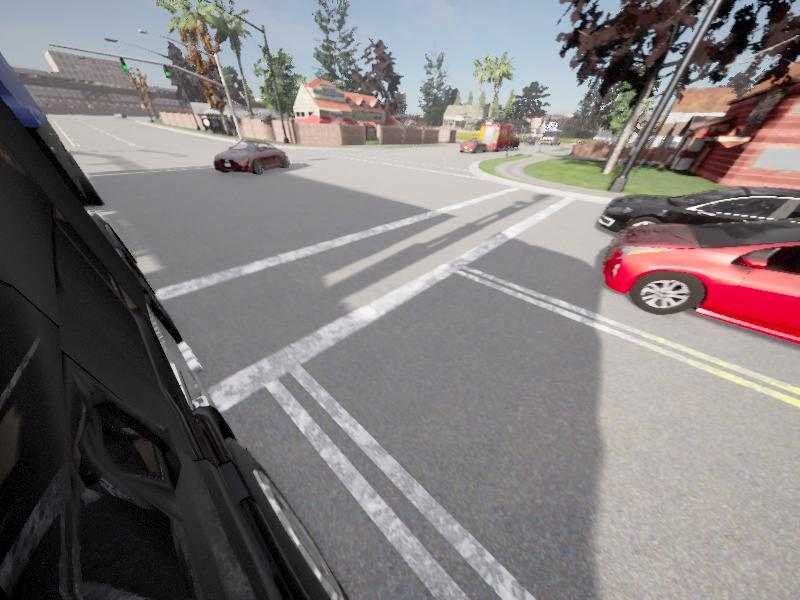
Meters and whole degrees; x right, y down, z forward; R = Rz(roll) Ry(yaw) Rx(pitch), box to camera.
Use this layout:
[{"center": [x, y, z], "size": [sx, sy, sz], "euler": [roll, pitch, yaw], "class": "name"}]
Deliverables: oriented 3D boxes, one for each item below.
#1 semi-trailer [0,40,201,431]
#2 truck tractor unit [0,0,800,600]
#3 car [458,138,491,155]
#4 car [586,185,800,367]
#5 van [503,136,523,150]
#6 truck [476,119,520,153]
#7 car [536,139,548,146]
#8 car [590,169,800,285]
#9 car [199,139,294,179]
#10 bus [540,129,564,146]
[{"center": [-8.699, -3.582, 4.259], "size": [14.254, 4.402, 2.717], "euler": [28, 43, 30], "class": "semi-trailer"}, {"center": [-2.645, -0.295, 0.352], "size": [6.516, 4.208, 3.053], "euler": [28, 44, 30], "class": "truck tractor unit"}, {"center": [10.069, -20.822, 31.215], "size": [2.152, 1.651, 5.027], "euler": [27, 43, 29], "class": "car"}, {"center": [5.637, -0.227, 3.077], "size": [4.514, 1.525, 2.007], "euler": [28, 43, 30], "class": "car"}, {"center": [20.789, -28.793, 42.412], "size": [1.775, 1.987, 4.442], "euler": [25, 42, 27], "class": "van"}, {"center": [15.398, -25.503, 36.051], "size": [2.891, 3.827, 8.468], "euler": [27, 43, 29], "class": "truck"}, {"center": [43.223, -47.910, 70.161], "size": [1.801, 1.575, 5.366], "euler": [27, 43, 29], "class": "car"}, {"center": [7.795, -1.783, 5.356], "size": [4.892, 1.490, 1.837], "euler": [28, 43, 30], "class": "car"}, {"center": [-7.974, -7.817, 12.611], "size": [1.994, 1.385, 4.181], "euler": [7, 37, 6], "class": "car"}, {"center": [50.597, -54.138, 76.793], "size": [3.944, 4.253, 10.273], "euler": [27, 43, 29], "class": "bus"}]
